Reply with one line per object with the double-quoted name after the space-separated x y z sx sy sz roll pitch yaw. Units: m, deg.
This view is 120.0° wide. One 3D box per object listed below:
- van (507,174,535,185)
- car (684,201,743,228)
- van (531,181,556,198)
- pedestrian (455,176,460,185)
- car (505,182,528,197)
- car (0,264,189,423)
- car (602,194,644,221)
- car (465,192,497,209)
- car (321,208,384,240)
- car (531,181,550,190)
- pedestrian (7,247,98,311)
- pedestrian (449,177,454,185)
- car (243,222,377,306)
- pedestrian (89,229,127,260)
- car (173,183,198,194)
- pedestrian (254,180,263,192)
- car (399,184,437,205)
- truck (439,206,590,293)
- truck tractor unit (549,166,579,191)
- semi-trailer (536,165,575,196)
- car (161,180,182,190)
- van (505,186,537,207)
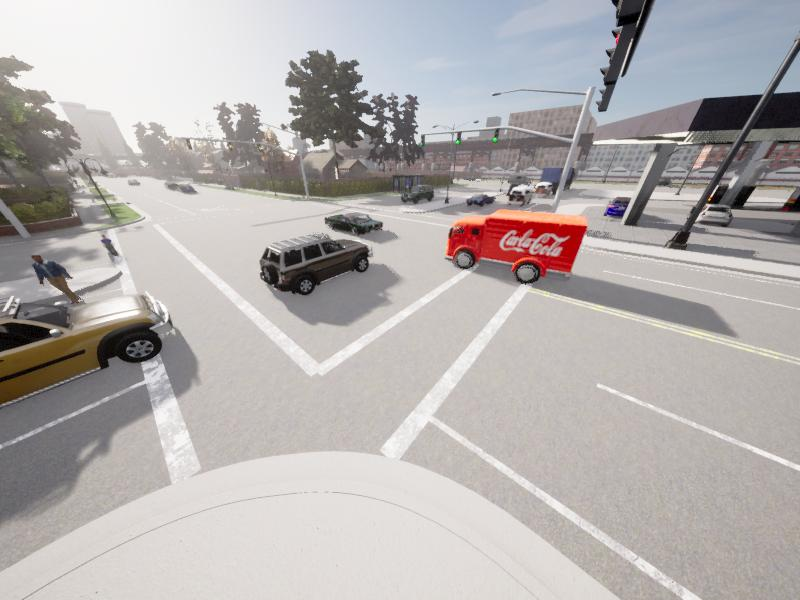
32.225 -32.163 61.575 5.915 2.561 1.988 23 37 34 "van"
25.999 -7.245 19.370 1.970 1.475 3.806 23 37 34 "car"
23.182 -17.851 37.303 2.069 2.038 4.480 22 38 34 "van"
15.002 -31.126 60.105 0.751 1.860 0.751 18 35 29 "pedestrian"
19.046 -18.038 37.756 1.905 1.878 3.866 22 37 34 "car"
-7.942 0.999 4.797 1.932 1.855 4.605 22 37 34 "car"
21.088 -8.924 21.955 2.242 1.667 4.611 23 37 34 "car"
10.049 -12.350 28.501 1.895 1.301 4.718 22 37 34 "car"
-3.522 -5.701 16.984 4.718 1.301 1.895 23 37 34 "car"
30.204 -24.556 49.544 2.033 1.411 5.357 23 37 34 "car"
-11.422 -0.696 7.703 0.751 1.860 0.751 -15 33 -24 "pedestrian"
12.647 -29.384 57.087 0.751 1.860 0.751 21 36 32 "pedestrian"
-3.333 -1.781 9.612 1.932 1.855 4.605 22 37 34 "car"
-15.255 -2.920 12.115 0.751 1.300 0.751 25 38 36 "pedestrian"
-40.179 -20.927 43.174 4.792 1.488 2.163 22 37 33 "car"
-26.492 -21.326 43.145 0.751 1.860 0.751 26 39 37 "pedestrian"
2.479 -14.378 31.262 2.150 2.045 5.566 23 37 34 "car"
4.759 -2.542 10.297 5.204 2.467 2.627 17 34 30 "truck"
34.210 -25.371 48.126 3.053 4.208 6.516 24 38 35 "truck tractor unit"
29.088 -22.441 42.859 2.717 4.402 14.254 23 37 34 "semi-trailer"
-48.621 -24.438 49.092 5.238 1.638 1.930 22 37 33 "car"
15.109 -12.989 28.848 2.069 2.038 4.480 22 36 34 "van"
